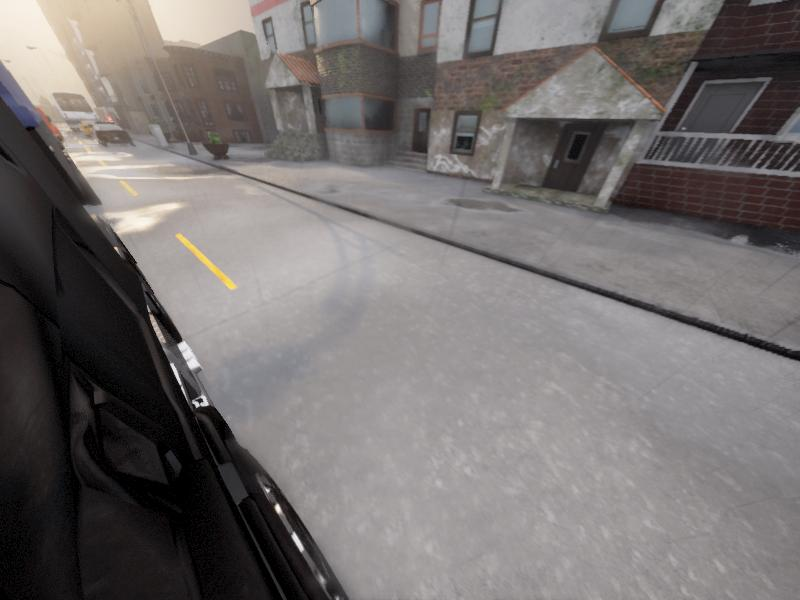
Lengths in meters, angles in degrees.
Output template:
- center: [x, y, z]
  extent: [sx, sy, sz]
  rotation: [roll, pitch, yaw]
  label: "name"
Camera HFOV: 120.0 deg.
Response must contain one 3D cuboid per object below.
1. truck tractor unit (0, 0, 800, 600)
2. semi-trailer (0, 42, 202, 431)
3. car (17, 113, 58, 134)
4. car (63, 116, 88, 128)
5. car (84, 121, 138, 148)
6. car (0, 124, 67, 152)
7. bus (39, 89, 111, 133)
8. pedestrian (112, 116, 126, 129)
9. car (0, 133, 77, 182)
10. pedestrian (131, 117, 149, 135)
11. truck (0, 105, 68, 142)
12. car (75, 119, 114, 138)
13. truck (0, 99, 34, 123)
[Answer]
- center: [-2.645, -0.295, 0.351]
  extent: [6.516, 4.208, 3.053]
  rotation: [28, 44, 30]
  label: "truck tractor unit"
- center: [-8.725, -3.577, 4.215]
  extent: [14.254, 4.402, 2.717]
  rotation: [28, 44, 30]
  label: "semi-trailer"
- center: [-43.556, -21.231, 27.826]
  extent: [3.866, 1.878, 1.905]
  rotation: [28, 44, 30]
  label: "car"
- center: [-61.492, -33.804, 43.760]
  extent: [4.856, 1.649, 2.033]
  rotation: [29, 44, 31]
  label: "car"
- center: [-24.902, -14.289, 19.866]
  extent: [5.238, 1.638, 1.930]
  rotation: [28, 44, 30]
  label: "car"
- center: [-25.717, -11.474, 16.299]
  extent: [4.181, 1.385, 1.994]
  rotation: [28, 44, 30]
  label: "car"
- center: [-46.606, -26.878, 33.203]
  extent: [10.273, 4.253, 3.944]
  rotation: [28, 44, 30]
  label: "bus"
- center: [-50.461, -31.970, 41.546]
  extent: [0.751, 1.860, 0.751]
  rotation: [25, 43, 27]
  label: "pedestrian"
- center: [-16.248, -6.373, 10.110]
  extent: [4.718, 1.301, 1.895]
  rotation: [28, 44, 30]
  label: "car"
- center: [-34.842, -23.316, 30.919]
  extent: [0.751, 1.860, 0.751]
  rotation: [26, 43, 28]
  label: "pedestrian"
- center: [-33.776, -16.245, 21.248]
  extent: [5.204, 2.467, 2.627]
  rotation: [29, 44, 29]
  label: "truck"
- center: [-35.639, -19.993, 26.931]
  extent: [5.008, 1.535, 1.882]
  rotation: [28, 44, 30]
  label: "car"
- center: [-82.709, -38.244, 46.619]
  extent: [2.891, 3.827, 8.468]
  rotation: [28, 44, 30]
  label: "truck"
